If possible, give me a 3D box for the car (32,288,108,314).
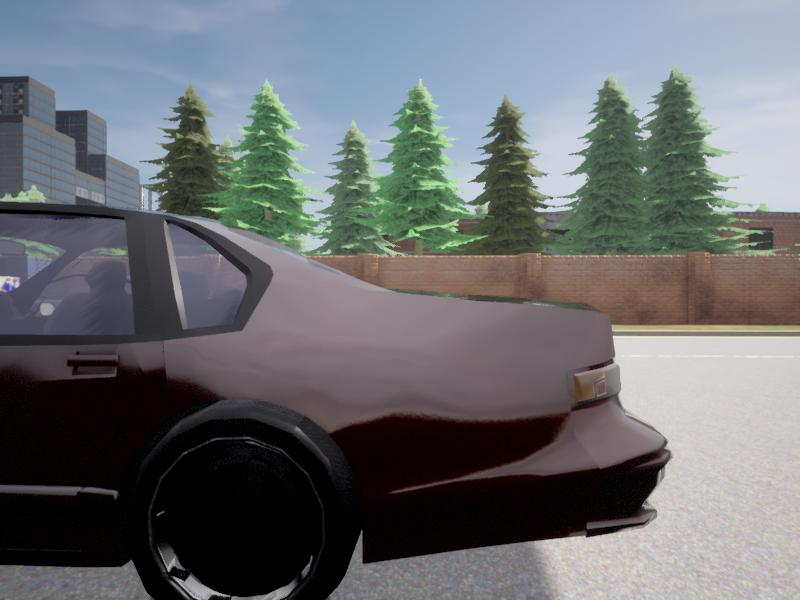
[{"bbox_3d":[-24.995,0.052,30.551,1.932,1.855,4.605,0,0,2],"label":"car"}]

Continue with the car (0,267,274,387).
[{"bbox_3d":[-4.212,0.307,5.691,4.181,1.385,1.994,0,0,2],"label":"car"}]

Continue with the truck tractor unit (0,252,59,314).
[{"bbox_3d":[-28.572,-1.125,28.409,3.053,4.208,6.516,0,0,2],"label":"truck tractor unit"}]

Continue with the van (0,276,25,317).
[{"bbox_3d":[-25.292,-0.222,22.491,2.351,2.431,6.366,0,0,2],"label":"van"}]

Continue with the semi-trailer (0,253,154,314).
[{"bbox_3d":[-28.282,-1.219,36.319,2.717,4.402,14.254,0,0,2],"label":"semi-trailer"}]

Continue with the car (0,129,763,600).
[{"bbox_3d":[-1.761,0.294,2.089,5.357,1.411,2.033,0,0,2],"label":"car"}]
